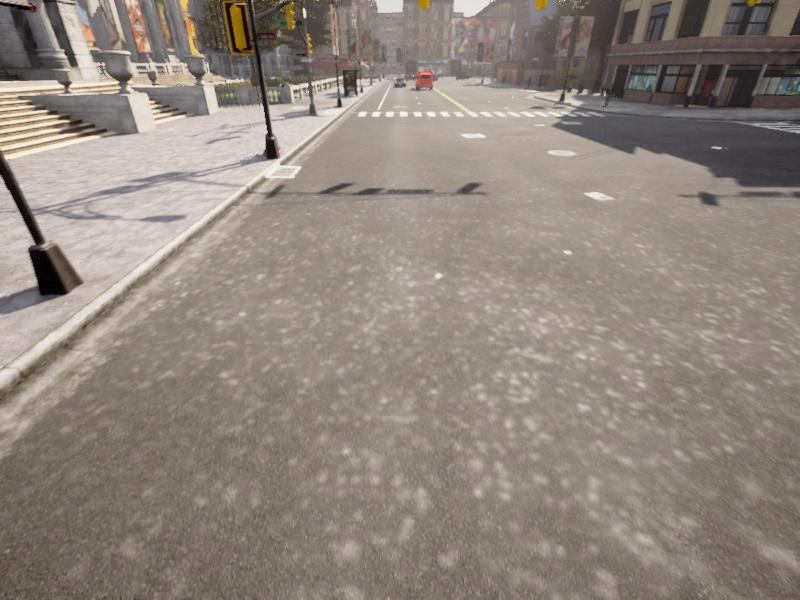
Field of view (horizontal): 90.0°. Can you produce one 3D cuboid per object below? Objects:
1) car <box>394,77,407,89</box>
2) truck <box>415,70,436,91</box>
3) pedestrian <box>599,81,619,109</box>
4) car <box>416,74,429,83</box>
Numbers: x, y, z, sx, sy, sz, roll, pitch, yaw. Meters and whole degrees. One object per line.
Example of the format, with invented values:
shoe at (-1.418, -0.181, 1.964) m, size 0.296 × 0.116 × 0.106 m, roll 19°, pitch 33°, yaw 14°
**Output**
car at (0.047, -34.389, 63.295) m, size 1.970 × 1.475 × 3.806 m, roll 0°, pitch 30°, yaw 0°
truck at (3.545, -31.399, 57.209) m, size 2.627 × 2.467 × 5.204 m, roll 0°, pitch 30°, yaw 0°
pedestrian at (15.996, -15.719, 30.671) m, size 0.751 × 1.860 × 0.751 m, roll 2°, pitch 30°, yaw 3°
car at (4.831, -47.386, 85.527) m, size 2.007 × 1.525 × 4.514 m, roll 6°, pitch 31°, yaw 11°
